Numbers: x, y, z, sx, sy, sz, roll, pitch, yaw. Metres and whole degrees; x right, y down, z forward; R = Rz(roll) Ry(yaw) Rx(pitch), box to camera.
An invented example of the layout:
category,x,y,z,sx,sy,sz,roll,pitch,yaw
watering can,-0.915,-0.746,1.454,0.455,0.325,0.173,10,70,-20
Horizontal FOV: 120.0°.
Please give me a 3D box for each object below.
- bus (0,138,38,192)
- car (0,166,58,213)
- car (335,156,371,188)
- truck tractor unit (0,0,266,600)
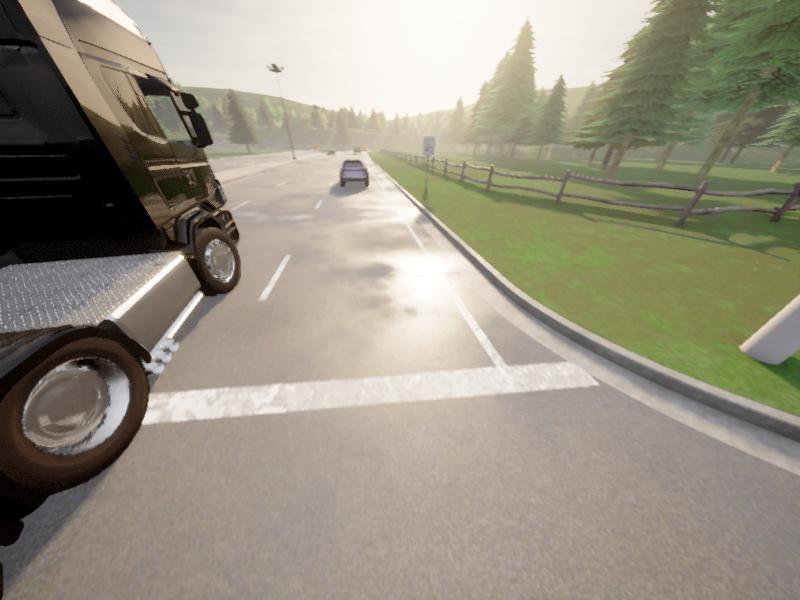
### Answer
category,x,y,z,sx,sy,sz,roll,pitch,yaw
bus,-24.117,-5.978,9.041,3.944,4.253,10.273,-5,34,-8
car,-16.887,-3.909,8.510,1.837,1.490,4.892,-5,34,-8
car,-3.330,-9.350,16.672,2.033,1.649,4.856,-5,34,-8
truck tractor unit,-3.936,-0.799,1.551,3.053,4.208,6.516,-8,35,-12
